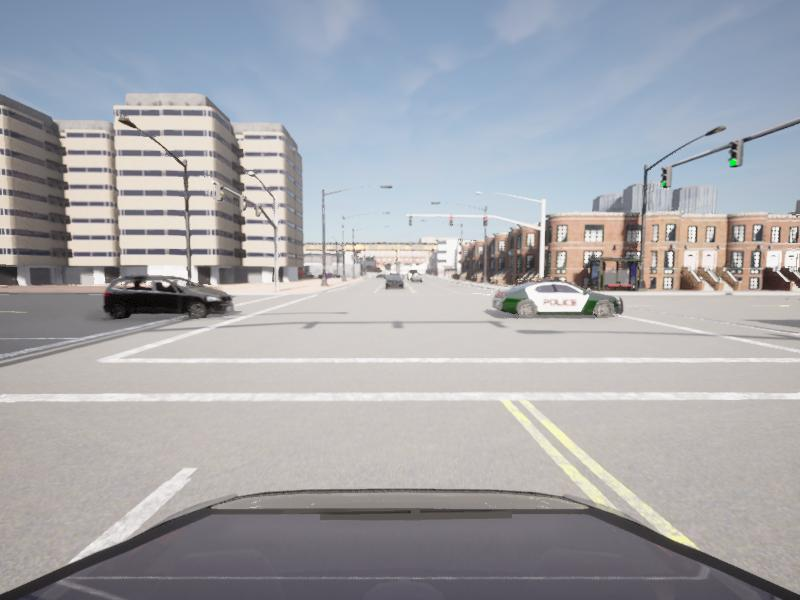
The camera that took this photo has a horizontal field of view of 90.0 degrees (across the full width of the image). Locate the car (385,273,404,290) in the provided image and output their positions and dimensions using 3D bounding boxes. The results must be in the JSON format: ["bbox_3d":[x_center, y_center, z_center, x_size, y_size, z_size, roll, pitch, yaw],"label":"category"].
[{"bbox_3d":[-0.567,-1.975,41.573,1.930,1.638,5.238,0,4,-1],"label":"car"}]

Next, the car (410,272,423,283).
[{"bbox_3d":[2.655,-3.667,64.998,1.851,1.617,3.988,0,4,-1],"label":"car"}]

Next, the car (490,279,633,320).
[{"bbox_3d":[6.419,-0.068,16.350,4.974,1.542,2.038,0,4,0],"label":"car"}]

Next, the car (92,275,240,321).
[{"bbox_3d":[-9.247,-0.142,16.206,4.611,1.667,2.242,0,4,-1],"label":"car"}]
